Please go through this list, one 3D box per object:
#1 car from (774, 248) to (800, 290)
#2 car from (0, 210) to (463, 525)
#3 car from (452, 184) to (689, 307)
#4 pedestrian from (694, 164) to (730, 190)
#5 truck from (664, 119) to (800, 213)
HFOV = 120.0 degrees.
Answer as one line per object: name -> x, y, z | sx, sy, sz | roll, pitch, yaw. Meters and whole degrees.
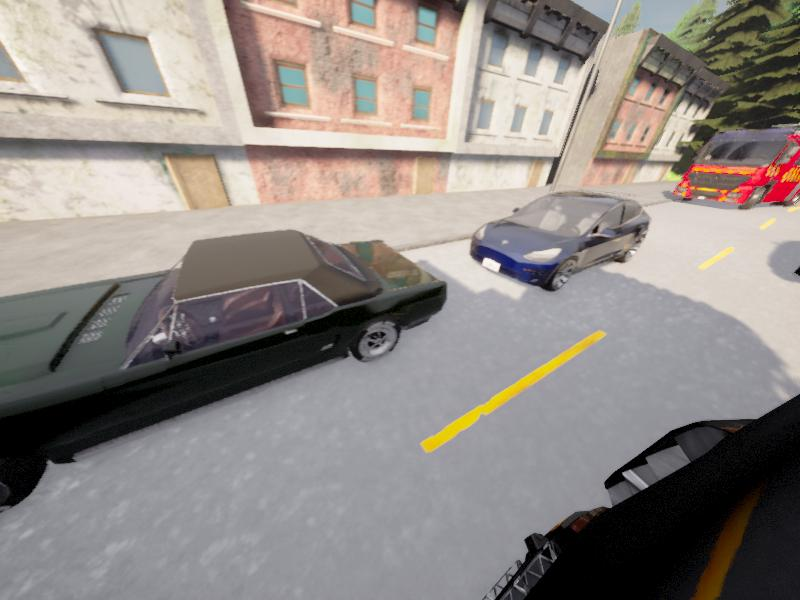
car -> 11.033, -1.122, 5.106 | 5.357, 1.411, 2.033 | -16, 38, -26
car -> -1.852, 0.111, 2.500 | 4.718, 1.301, 1.895 | -17, 38, -26
car -> 3.870, -1.627, 5.338 | 4.792, 1.488, 2.163 | -16, 38, -26
pedestrian -> 25.987, -10.271, 19.308 | 0.751, 1.860, 0.751 | -1, 33, -5
truck -> 20.667, -7.505, 13.210 | 8.468, 3.827, 2.891 | -9, 35, -17
